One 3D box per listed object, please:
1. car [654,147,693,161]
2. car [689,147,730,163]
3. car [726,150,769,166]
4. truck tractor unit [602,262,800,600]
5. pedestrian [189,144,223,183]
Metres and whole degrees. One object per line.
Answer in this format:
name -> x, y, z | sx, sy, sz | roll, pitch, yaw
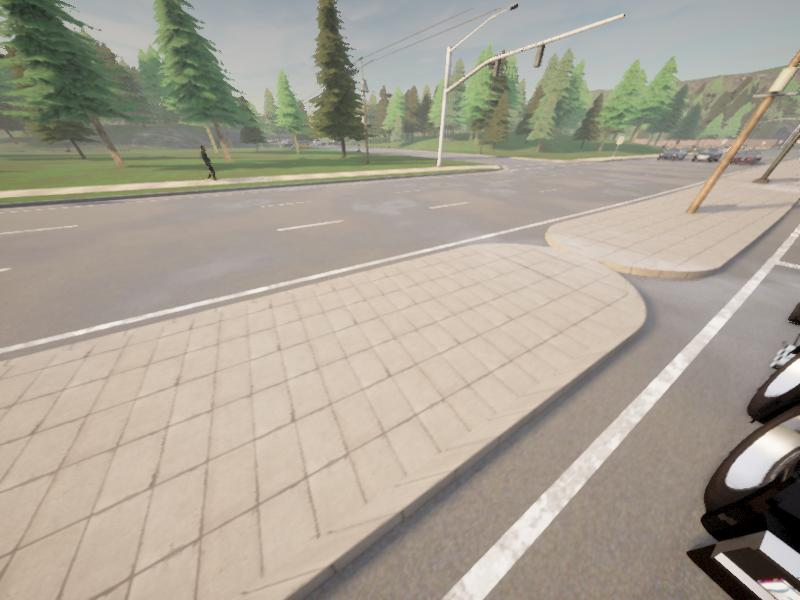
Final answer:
car -> 39.554, -21.145, 33.438 | 4.974, 1.542, 2.038 | -18, 39, -25
car -> 41.762, -19.616, 31.175 | 4.856, 1.649, 2.033 | -19, 39, -25
car -> 42.516, -17.420, 28.251 | 4.181, 1.385, 1.994 | -18, 39, -25
truck tractor unit -> 5.112, -0.296, 0.793 | 6.516, 4.208, 3.053 | -18, 39, -24
pedestrian -> -11.000, -7.791, 13.174 | 0.751, 1.860, 0.751 | -17, 38, -23
